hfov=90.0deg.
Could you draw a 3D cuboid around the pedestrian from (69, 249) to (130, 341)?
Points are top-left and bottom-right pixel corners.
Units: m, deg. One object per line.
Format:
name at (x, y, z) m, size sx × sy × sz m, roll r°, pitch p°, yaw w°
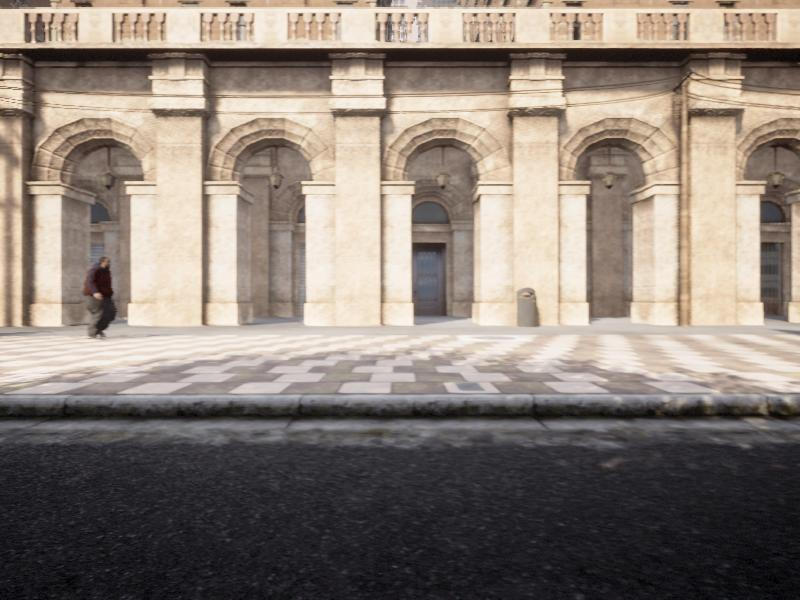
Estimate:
pedestrian at (-6.326, -0.104, 8.460) m, size 0.751 × 1.860 × 0.751 m, roll 0°, pitch 0°, yaw -4°
